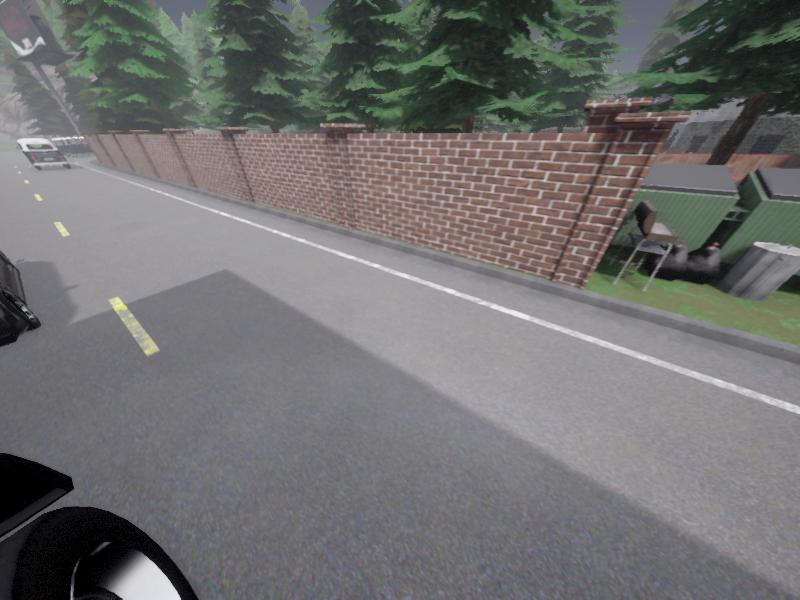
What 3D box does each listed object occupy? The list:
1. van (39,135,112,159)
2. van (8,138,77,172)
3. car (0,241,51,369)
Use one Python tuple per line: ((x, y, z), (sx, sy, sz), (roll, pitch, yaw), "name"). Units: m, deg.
((-39.088, -18.561, 27.996), (2.069, 2.038, 4.480), (21, 44, 27), "van")
((-28.700, -11.740, 18.559), (4.480, 2.038, 2.069), (22, 41, 28), "van")
((-6.798, -0.144, 2.868), (4.181, 1.385, 1.994), (22, 41, 27), "car")
